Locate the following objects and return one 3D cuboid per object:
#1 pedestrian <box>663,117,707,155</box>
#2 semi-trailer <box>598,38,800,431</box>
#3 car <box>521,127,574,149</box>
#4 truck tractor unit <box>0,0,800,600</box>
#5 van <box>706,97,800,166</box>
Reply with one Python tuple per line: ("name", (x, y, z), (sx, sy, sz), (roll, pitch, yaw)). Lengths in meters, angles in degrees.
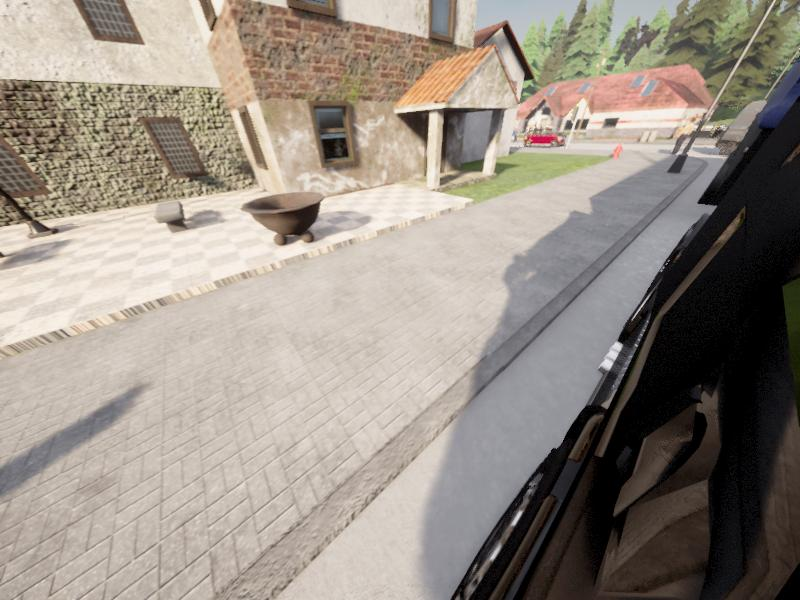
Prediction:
("pedestrian", (17.447, -10.066, 14.224), (0.751, 1.860, 0.751), (10, 39, 16))
("semi-trailer", (8.708, -3.598, 4.218), (14.254, 4.402, 2.717), (-28, 44, -30))
("car", (14.296, -15.863, 22.635), (1.789, 1.549, 3.705), (-28, 43, -29))
("truck tractor unit", (2.645, -0.295, 0.352), (6.516, 4.208, 3.053), (-28, 44, -30))
("van", (20.155, -8.627, 11.777), (1.988, 2.561, 5.915), (10, 39, 11))
